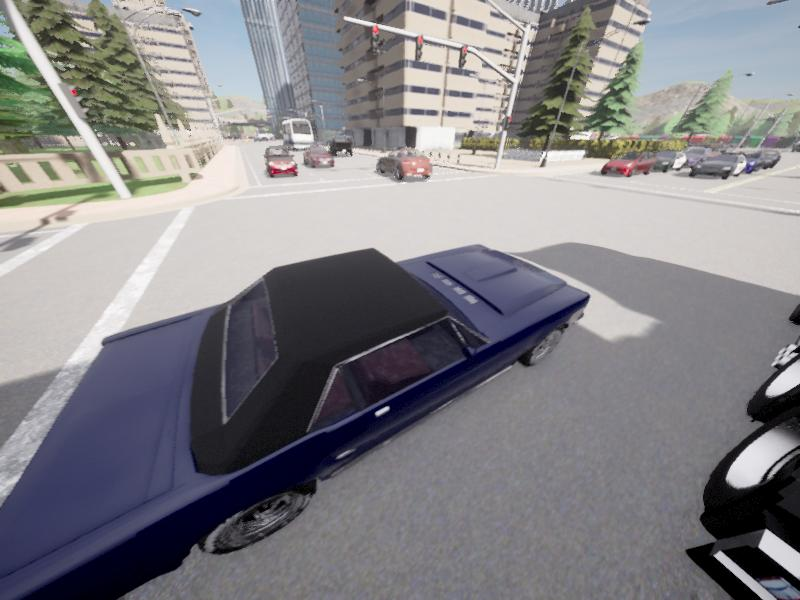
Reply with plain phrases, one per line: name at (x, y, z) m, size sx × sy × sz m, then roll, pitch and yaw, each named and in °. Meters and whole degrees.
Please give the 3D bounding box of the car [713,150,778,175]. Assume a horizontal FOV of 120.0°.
car at (29.634, -11.857, 19.808) m, size 4.514 × 1.525 × 2.007 m, roll -18°, pitch 39°, yaw -24°

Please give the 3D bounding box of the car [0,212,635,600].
car at (-0.113, 0.263, 2.440) m, size 4.718 × 1.301 × 1.895 m, roll -18°, pitch 39°, yaw -24°

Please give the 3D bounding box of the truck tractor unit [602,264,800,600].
truck tractor unit at (5.115, -0.295, 0.780) m, size 6.516 × 4.208 × 3.053 m, roll -18°, pitch 39°, yaw -24°

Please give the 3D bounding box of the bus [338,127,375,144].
bus at (-13.584, -51.552, 72.498) m, size 10.273 × 4.253 × 3.944 m, roll -18°, pitch 39°, yaw -24°

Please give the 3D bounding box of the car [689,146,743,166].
car at (34.881, -15.965, 25.556) m, size 4.611 × 1.667 × 2.242 m, roll -18°, pitch 40°, yaw -25°

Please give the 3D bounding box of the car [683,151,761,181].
car at (23.583, -9.889, 16.931) m, size 4.974 × 1.542 × 2.038 m, roll -18°, pitch 39°, yaw -24°

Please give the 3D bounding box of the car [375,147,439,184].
car at (0.211, -9.013, 15.223) m, size 2.152 × 1.651 × 5.027 m, roll -14°, pitch 38°, yaw -19°

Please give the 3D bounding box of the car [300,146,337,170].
car at (-7.196, -12.528, 20.197) m, size 1.812 × 1.442 × 4.674 m, roll -18°, pitch 39°, yaw -24°

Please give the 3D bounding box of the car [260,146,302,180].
car at (-8.125, -9.401, 15.639) m, size 1.851 × 1.617 × 3.988 m, roll -16°, pitch 39°, yaw -23°

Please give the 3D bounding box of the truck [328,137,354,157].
truck at (-8.027, -20.796, 31.257) m, size 2.390 × 2.098 × 6.274 m, roll -11°, pitch 37°, yaw -16°

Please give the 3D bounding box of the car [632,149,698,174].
car at (22.759, -11.959, 19.831) m, size 4.974 × 1.542 × 2.038 m, roll -18°, pitch 39°, yaw -24°

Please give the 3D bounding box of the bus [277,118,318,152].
bus at (-18.016, -28.590, 40.202) m, size 3.944 × 4.253 × 10.273 m, roll -18°, pitch 39°, yaw -24°

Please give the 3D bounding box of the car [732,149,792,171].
car at (35.154, -13.648, 22.437) m, size 4.902 × 1.511 × 2.128 m, roll -18°, pitch 39°, yaw -24°

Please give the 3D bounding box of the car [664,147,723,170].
car at (28.787, -13.961, 22.668) m, size 4.856 × 1.649 × 2.033 m, roll -18°, pitch 39°, yaw -24°

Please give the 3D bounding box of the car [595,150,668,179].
car at (17.325, -10.230, 17.308) m, size 4.514 × 1.525 × 2.007 m, roll -17°, pitch 39°, yaw -23°
